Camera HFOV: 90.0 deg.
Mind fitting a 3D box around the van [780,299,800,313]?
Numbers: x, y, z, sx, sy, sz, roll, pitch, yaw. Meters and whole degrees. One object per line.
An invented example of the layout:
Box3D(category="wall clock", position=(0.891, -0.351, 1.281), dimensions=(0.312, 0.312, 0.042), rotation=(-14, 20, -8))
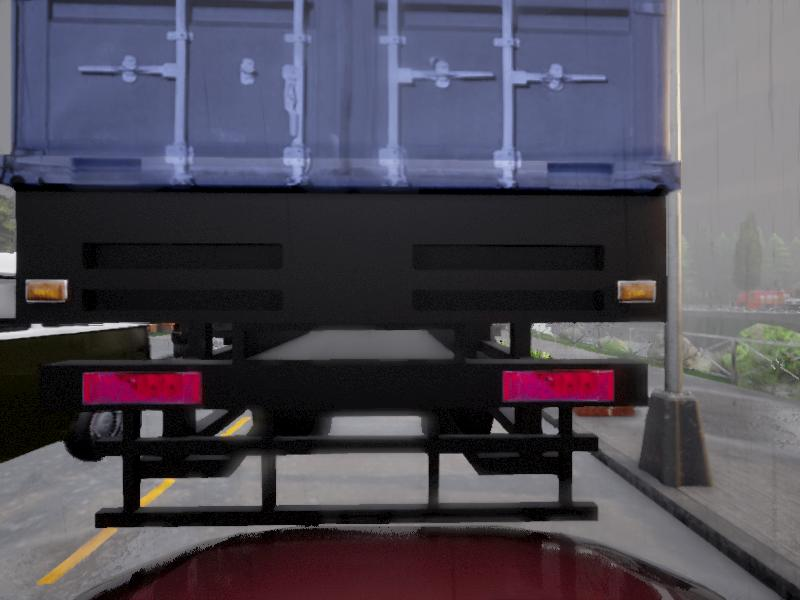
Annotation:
Box3D(category="van", position=(60.009, 0.911, 59.735), dimensions=(2.069, 2.038, 4.480), rotation=(0, 0, -2))

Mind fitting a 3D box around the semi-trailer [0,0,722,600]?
Box3D(category="semi-trailer", position=(-0.385, -0.582, 8.546), dimensions=(2.717, 4.402, 14.254), rotation=(0, 0, -2))

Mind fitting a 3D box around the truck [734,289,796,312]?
Box3D(category="truck", position=(63.695, 0.062, 70.094), dimensions=(2.891, 3.827, 8.468), rotation=(0, 0, -2))

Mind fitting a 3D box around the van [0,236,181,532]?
Box3D(category="van", position=(-3.790, 0.577, 2.780), dimensions=(2.069, 2.038, 4.480), rotation=(0, -1, 0))

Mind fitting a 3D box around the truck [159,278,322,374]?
Box3D(category="truck", position=(-4.099, 0.595, 11.896), dimensions=(2.390, 2.098, 6.274), rotation=(0, 0, -1))
